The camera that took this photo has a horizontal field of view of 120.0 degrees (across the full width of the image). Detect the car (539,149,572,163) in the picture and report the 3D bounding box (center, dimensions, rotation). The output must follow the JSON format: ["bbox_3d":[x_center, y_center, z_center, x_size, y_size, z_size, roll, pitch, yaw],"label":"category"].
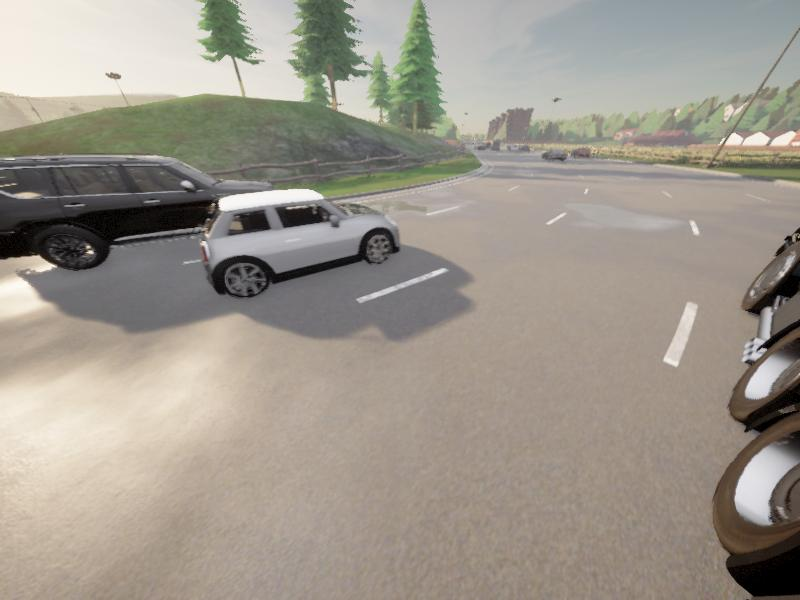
[{"bbox_3d":[21.317,-20.074,32.005,2.033,1.411,5.357,7,35,10],"label":"car"}]

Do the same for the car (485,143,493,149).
[{"bbox_3d":[30.497,-52.831,79.161,1.905,1.878,3.866,7,35,10],"label":"car"}]

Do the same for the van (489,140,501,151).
[{"bbox_3d":[26.644,-43.315,64.710,1.988,2.561,5.915,7,35,10],"label":"van"}]

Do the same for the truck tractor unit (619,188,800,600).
[{"bbox_3d":[4.973,-0.420,0.952,6.516,4.208,3.053,-24,41,-30],"label":"truck tractor unit"}]

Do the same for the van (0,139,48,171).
[{"bbox_3d":[-37.991,-12.995,20.704,2.351,2.431,6.366,7,35,10],"label":"van"}]

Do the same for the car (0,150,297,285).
[{"bbox_3d":[-5.955,-2.447,5.787,5.566,2.045,2.150,-19,40,-25],"label":"car"}]

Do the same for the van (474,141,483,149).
[{"bbox_3d":[27.541,-54.691,81.356,2.351,2.431,6.366,7,35,10],"label":"van"}]

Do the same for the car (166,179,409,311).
[{"bbox_3d":[-1.947,-1.489,4.906,3.806,1.475,1.970,-20,40,-27],"label":"car"}]

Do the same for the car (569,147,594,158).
[{"bbox_3d":[30.240,-24.712,38.637,1.845,1.501,3.633,7,35,10],"label":"car"}]
